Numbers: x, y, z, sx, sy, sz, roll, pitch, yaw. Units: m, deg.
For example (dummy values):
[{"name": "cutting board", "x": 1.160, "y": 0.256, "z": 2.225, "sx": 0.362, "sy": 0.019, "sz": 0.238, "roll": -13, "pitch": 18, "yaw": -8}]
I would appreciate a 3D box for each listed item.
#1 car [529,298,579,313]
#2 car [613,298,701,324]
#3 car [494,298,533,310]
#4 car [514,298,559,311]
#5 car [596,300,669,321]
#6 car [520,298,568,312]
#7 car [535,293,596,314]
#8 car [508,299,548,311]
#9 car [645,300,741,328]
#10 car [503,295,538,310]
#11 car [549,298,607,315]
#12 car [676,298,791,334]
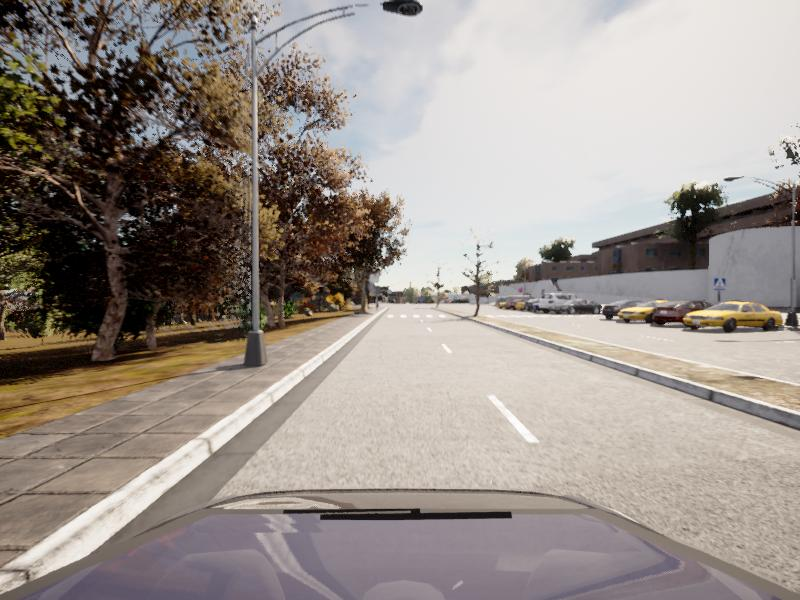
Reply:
[{"name": "car", "x": 16.901, "y": 0.614, "z": 43.972, "sx": 5.008, "sy": 1.535, "sz": 2.097, "roll": 1, "pitch": 0, "yaw": -20}, {"name": "car", "x": 16.712, "y": 0.702, "z": 26.017, "sx": 5.366, "sy": 1.575, "sz": 1.946, "roll": 1, "pitch": 1, "yaw": -20}, {"name": "car", "x": 16.732, "y": 0.583, "z": 58.820, "sx": 5.366, "sy": 1.575, "sz": 1.946, "roll": 1, "pitch": 0, "yaw": -20}, {"name": "car", "x": 17.072, "y": 0.600, "z": 50.005, "sx": 5.366, "sy": 1.575, "sz": 1.946, "roll": 1, "pitch": 0, "yaw": -20}, {"name": "car", "x": 16.882, "y": 0.726, "z": 29.066, "sx": 4.674, "sy": 1.452, "sz": 2.002, "roll": 1, "pitch": 0, "yaw": -20}, {"name": "car", "x": 16.890, "y": 0.608, "z": 46.957, "sx": 4.892, "sy": 1.521, "sz": 2.231, "roll": 1, "pitch": 0, "yaw": -20}, {"name": "car", "x": 16.923, "y": 0.373, "z": 41.007, "sx": 5.566, "sy": 2.045, "sz": 2.435, "roll": 1, "pitch": 0, "yaw": -20}, {"name": "car", "x": 16.926, "y": 0.626, "z": 52.935, "sx": 4.792, "sy": 1.488, "sz": 2.163, "roll": 1, "pitch": 0, "yaw": -20}, {"name": "car", "x": 16.909, "y": 0.762, "z": 23.113, "sx": 4.792, "sy": 1.488, "sz": 2.163, "roll": 1, "pitch": 0, "yaw": -20}, {"name": "car", "x": 16.796, "y": 0.365, "z": 55.861, "sx": 4.442, "sy": 1.987, "sz": 1.878, "roll": 1, "pitch": 0, "yaw": -20}, {"name": "car", "x": 16.901, "y": 0.638, "z": 38.006, "sx": 4.892, "sy": 1.521, "sz": 2.231, "roll": 1, "pitch": 1, "yaw": -20}, {"name": "car", "x": 16.707, "y": 0.752, "z": 20.051, "sx": 5.366, "sy": 1.575, "sz": 1.946, "roll": 1, "pitch": 1, "yaw": -20}]
